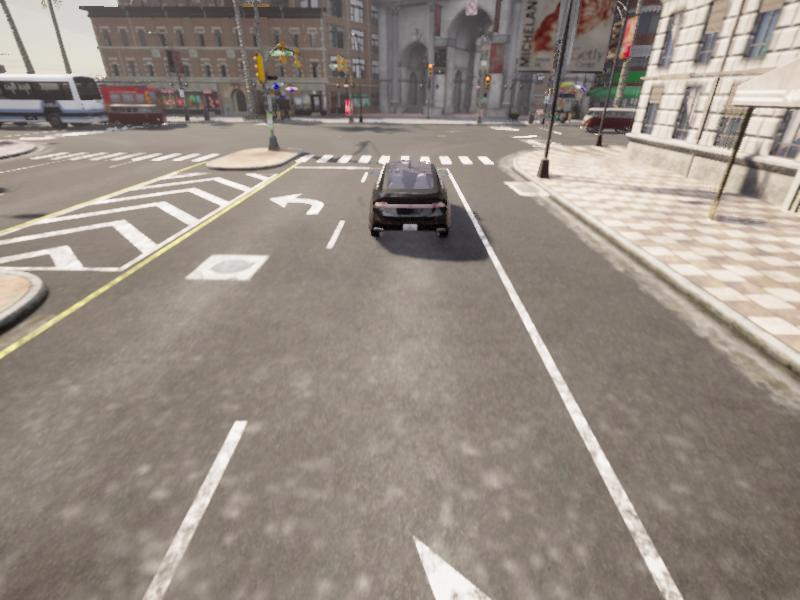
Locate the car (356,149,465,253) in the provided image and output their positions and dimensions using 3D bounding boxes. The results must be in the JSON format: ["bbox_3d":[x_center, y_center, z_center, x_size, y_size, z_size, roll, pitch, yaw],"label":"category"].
[{"bbox_3d":[0.243,-2.809,10.356,2.128,1.511,4.902,1,27,1],"label":"car"}]

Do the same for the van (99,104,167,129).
[{"bbox_3d":[-23.893,-16.495,35.937,4.442,1.987,1.775,1,27,1],"label":"van"}]

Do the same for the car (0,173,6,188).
[{"bbox_3d":[-14.743,-3.440,11.286,1.801,1.575,5.366,1,27,1],"label":"car"}]

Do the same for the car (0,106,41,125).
[{"bbox_3d":[-39.035,-18.209,39.406,5.238,1.638,1.930,1,27,1],"label":"car"}]

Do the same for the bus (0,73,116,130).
[{"bbox_3d":[-32.240,-17.586,35.464,10.273,4.253,3.944,1,27,1],"label":"bus"}]

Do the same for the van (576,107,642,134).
[{"bbox_3d":[18.252,-15.771,35.144,4.442,1.987,1.775,1,27,1],"label":"van"}]

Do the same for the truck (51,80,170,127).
[{"bbox_3d":[-27.702,-18.988,38.699,8.468,3.827,2.891,1,27,1],"label":"truck"}]
